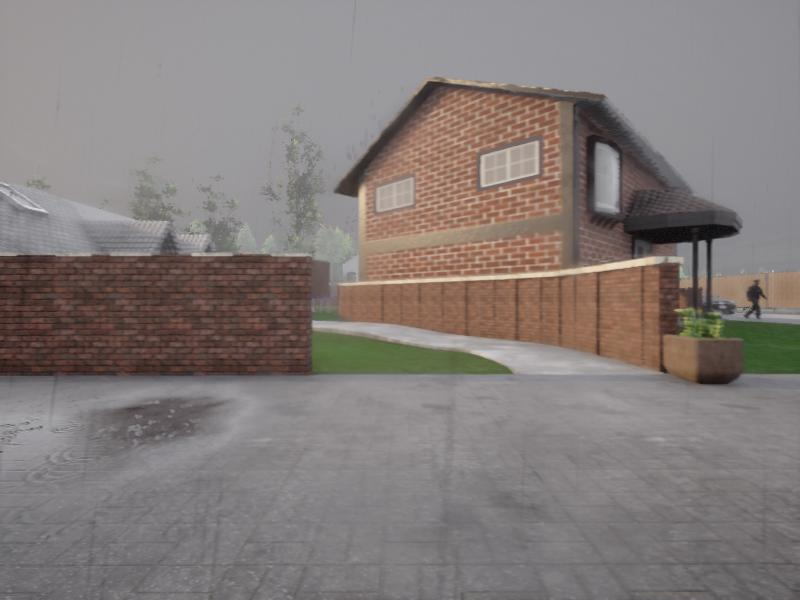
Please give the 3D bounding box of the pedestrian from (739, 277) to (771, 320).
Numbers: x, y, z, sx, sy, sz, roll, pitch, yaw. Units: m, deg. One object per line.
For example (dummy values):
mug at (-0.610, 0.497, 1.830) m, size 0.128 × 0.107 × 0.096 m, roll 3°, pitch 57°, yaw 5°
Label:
pedestrian at (15.753, -0.073, 17.777) m, size 0.751 × 1.860 × 0.751 m, roll 0°, pitch 0°, yaw -4°

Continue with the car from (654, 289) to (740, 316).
car at (19.907, 0.173, 27.174) m, size 2.152 × 1.651 × 5.027 m, roll 0°, pitch 0°, yaw 0°
